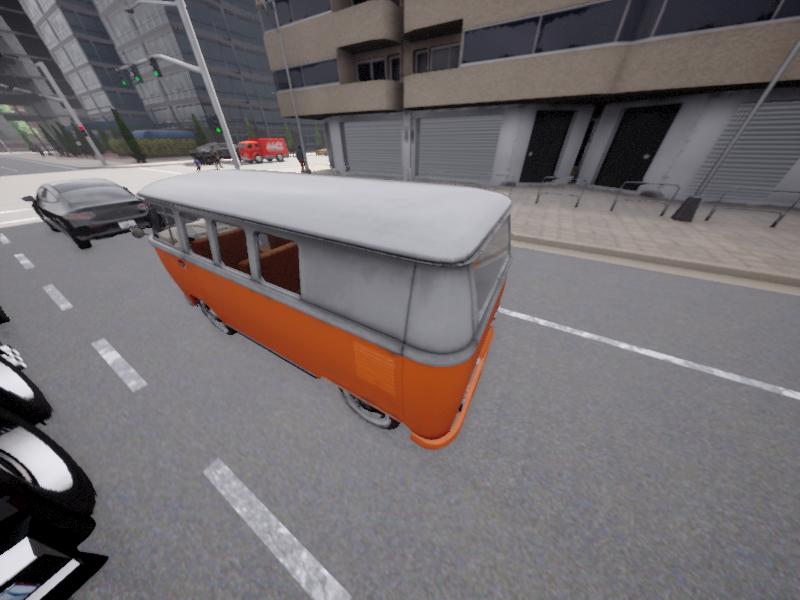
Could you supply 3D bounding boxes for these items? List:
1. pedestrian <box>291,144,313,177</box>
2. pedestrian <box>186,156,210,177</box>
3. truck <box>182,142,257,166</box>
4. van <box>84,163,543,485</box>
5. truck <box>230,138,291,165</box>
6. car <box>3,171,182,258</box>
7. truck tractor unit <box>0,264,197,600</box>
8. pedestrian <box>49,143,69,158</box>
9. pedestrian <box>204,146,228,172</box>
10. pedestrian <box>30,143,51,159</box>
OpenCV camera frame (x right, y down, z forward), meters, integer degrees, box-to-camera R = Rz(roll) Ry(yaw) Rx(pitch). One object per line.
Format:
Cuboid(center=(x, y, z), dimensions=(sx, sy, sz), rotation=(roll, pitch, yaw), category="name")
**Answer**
Cuboid(center=(-6.578, -9.397, 15.617), dimensions=(0.751, 1.860, 0.751), rotation=(-1, 35, -1), category="pedestrian")
Cuboid(center=(-15.407, -10.228, 17.644), dimensions=(0.751, 1.300, 0.751), rotation=(17, 38, 23), category="pedestrian")
Cuboid(center=(-20.985, -17.361, 27.282), dimensions=(2.390, 2.098, 6.274), rotation=(19, 39, 25), category="truck")
Cuboid(center=(-1.136, -0.396, 2.837), dimensions=(4.442, 1.987, 1.775), rotation=(18, 39, 25), category="van")
Cuboid(center=(-16.467, -17.957, 27.767), dimensions=(2.627, 2.467, 5.204), rotation=(18, 39, 25), category="truck")
Cuboid(center=(-8.854, -2.690, 6.677), dimensions=(4.674, 1.442, 1.812), rotation=(18, 39, 24), category="car")
Cuboid(center=(-5.110, -0.303, 0.777), dimensions=(6.516, 4.208, 3.053), rotation=(18, 39, 24), category="truck tractor unit")
Cuboid(center=(-53.349, -23.426, 36.173), dimensions=(0.751, 1.860, 0.751), rotation=(9, 36, 13), category="pedestrian")
Cuboid(center=(-16.008, -12.293, 20.127), dimensions=(0.751, 1.860, 0.751), rotation=(12, 37, 17), category="pedestrian")
Cuboid(center=(-53.066, -21.964, 34.071), dimensions=(0.751, 1.860, 0.751), rotation=(15, 38, 20), category="pedestrian")
